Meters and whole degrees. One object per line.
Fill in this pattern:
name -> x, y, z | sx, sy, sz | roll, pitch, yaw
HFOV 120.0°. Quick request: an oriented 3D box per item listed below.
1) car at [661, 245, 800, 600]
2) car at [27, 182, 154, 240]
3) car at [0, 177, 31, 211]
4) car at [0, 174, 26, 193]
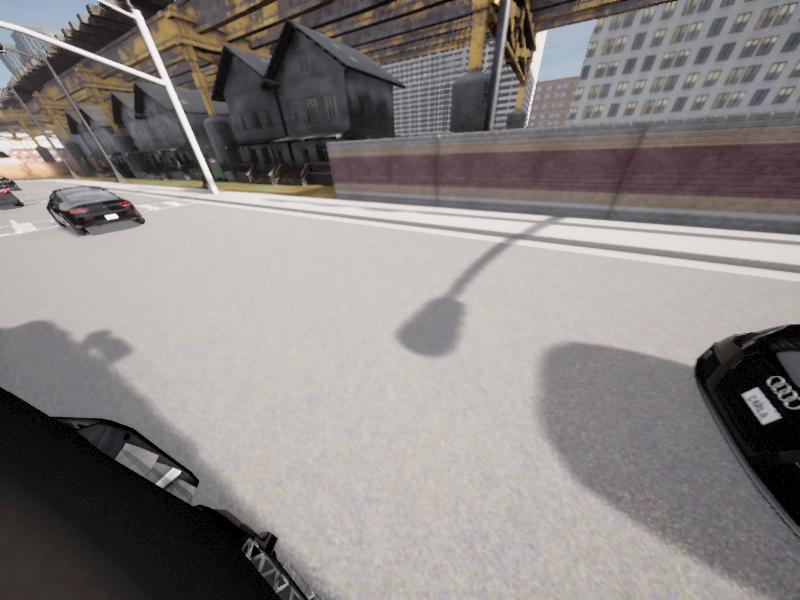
car -> 4.366, 1.119, 0.728 | 4.181, 1.385, 1.994 | 16, 38, 26
car -> -12.210, -3.662, 9.116 | 4.674, 1.442, 1.812 | 16, 38, 26
car -> -26.133, -6.364, 14.019 | 4.611, 1.667, 2.242 | 8, 35, 15
car -> -42.381, -12.330, 24.396 | 4.902, 1.511, 2.128 | 16, 38, 26
